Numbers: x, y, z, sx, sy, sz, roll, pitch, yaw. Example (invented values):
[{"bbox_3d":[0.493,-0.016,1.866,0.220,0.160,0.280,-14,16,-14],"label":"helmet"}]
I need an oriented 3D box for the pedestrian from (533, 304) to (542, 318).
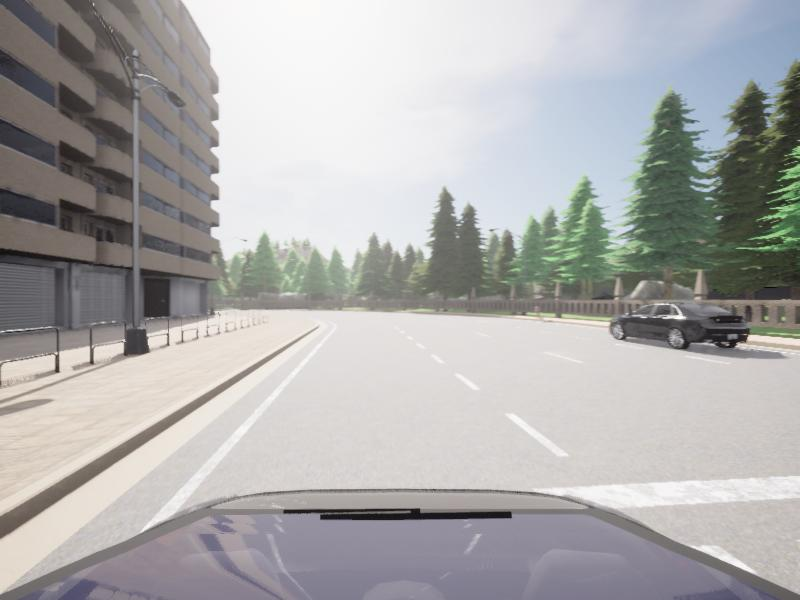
[{"bbox_3d":[10.497,0.845,30.568,0.500,1.100,0.500,0,0,-9],"label":"pedestrian"}]

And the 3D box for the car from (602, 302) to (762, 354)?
[{"bbox_3d":[9.469,0.825,14.085,1.837,1.490,4.892,0,0,-6],"label":"car"}]
